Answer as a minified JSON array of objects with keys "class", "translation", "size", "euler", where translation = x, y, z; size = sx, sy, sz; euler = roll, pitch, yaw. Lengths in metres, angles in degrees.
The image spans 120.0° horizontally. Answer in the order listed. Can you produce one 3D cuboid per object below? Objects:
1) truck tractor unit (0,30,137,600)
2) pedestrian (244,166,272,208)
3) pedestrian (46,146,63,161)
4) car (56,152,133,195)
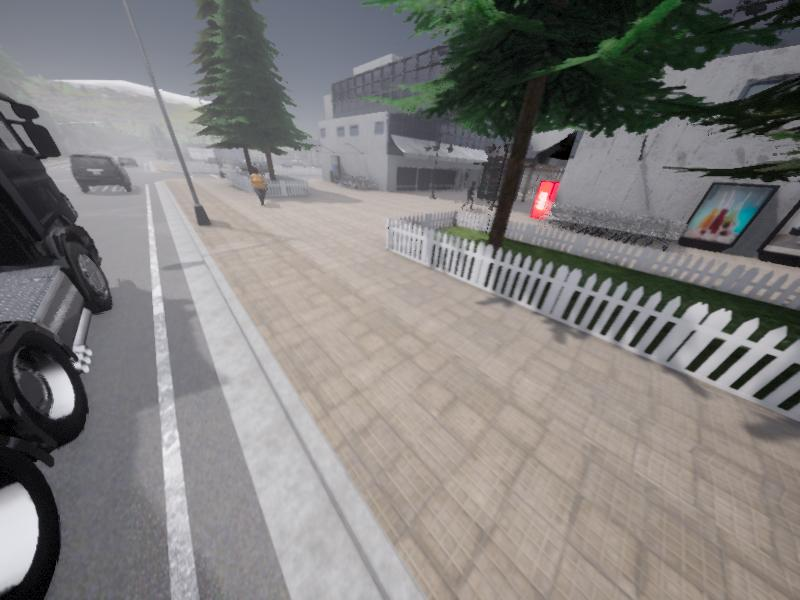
[{"class":"truck tractor unit","translation":[-4.695,-0.570,1.238],"size":[3.053,4.208,6.516],"euler":[-23,39,-38]},{"class":"pedestrian","translation":[-7.309,-5.828,11.957],"size":[0.751,1.860,0.751],"euler":[-18,37,-33]},{"class":"pedestrian","translation":[-51.389,-21.732,34.325],"size":[0.751,1.860,0.751],"euler":[24,36,31]},{"class":"car","translation":[-19.797,-8.491,15.316],"size":[2.150,2.045,5.566],"euler":[-24,40,-39]}]
